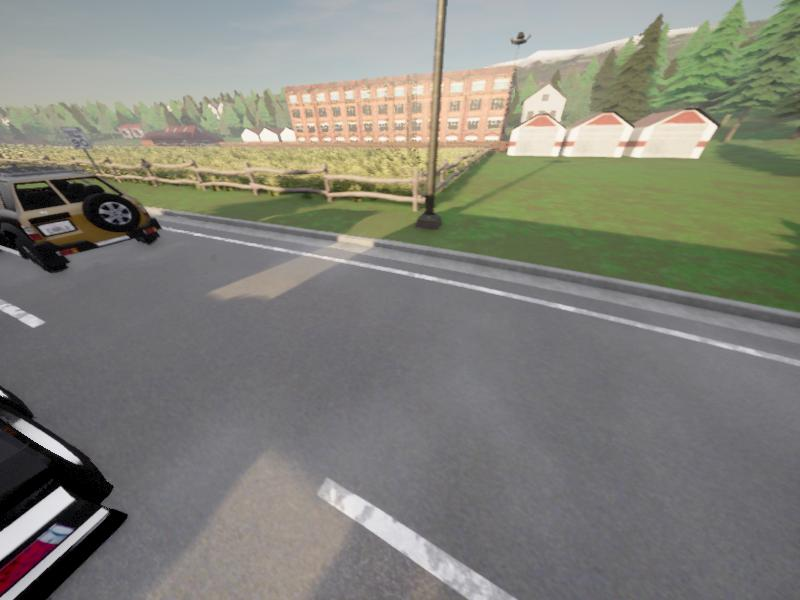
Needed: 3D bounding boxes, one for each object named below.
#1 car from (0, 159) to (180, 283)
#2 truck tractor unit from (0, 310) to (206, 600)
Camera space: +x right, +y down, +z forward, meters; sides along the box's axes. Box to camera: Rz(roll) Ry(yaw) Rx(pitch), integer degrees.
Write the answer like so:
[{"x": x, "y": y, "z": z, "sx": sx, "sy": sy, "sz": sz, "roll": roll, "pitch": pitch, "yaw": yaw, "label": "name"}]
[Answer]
[{"x": -8.168, "y": -2.089, "z": 5.383, "sx": 4.605, "sy": 1.855, "sz": 1.932, "roll": 13, "pitch": 37, "yaw": 18, "label": "car"}, {"x": -5.226, "y": -0.166, "z": 0.594, "sx": 6.516, "sy": 4.208, "sz": 3.053, "roll": 13, "pitch": 37, "yaw": 18, "label": "truck tractor unit"}]
